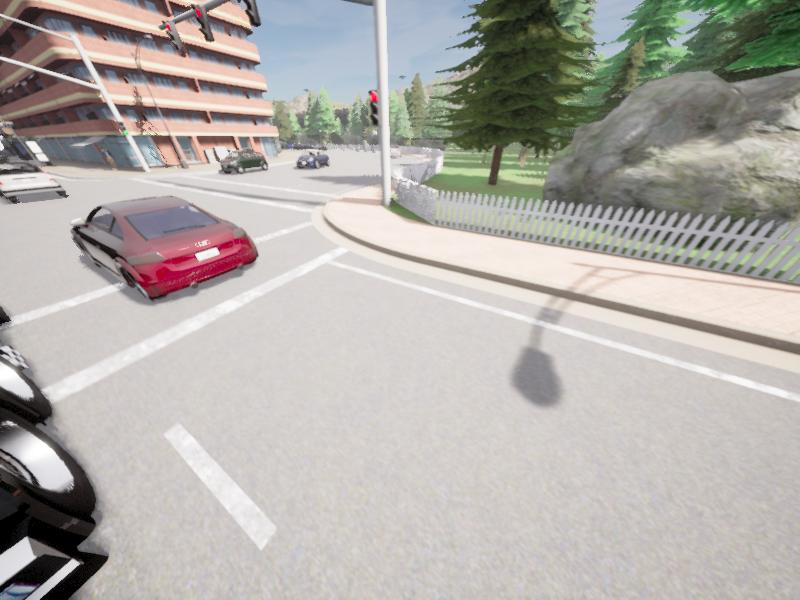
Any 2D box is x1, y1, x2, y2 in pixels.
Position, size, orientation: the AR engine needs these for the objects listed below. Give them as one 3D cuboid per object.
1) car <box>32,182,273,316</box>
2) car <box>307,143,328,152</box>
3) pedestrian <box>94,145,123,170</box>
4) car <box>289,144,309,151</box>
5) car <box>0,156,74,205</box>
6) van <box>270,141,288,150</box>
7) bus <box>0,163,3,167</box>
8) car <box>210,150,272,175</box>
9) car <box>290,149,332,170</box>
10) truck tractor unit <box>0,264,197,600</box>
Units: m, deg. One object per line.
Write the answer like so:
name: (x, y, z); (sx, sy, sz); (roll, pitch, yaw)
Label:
car: (-5.108, -1.419, 4.883); (4.181, 1.385, 1.994); (19, 39, 25)
car: (-19.969, -36.903, 55.833); (4.974, 1.542, 2.038); (25, 42, 32)
pedestrian: (-25.810, -12.628, 20.468); (0.751, 1.860, 0.751); (20, 40, 27)
car: (-25.984, -39.345, 59.428); (4.892, 1.490, 1.837); (18, 39, 25)
car: (-18.317, -5.851, 11.123); (3.988, 1.617, 1.851); (18, 39, 24)
van: (-32.749, -41.792, 62.579); (4.442, 1.987, 1.775); (18, 39, 25)
bus: (-50.053, -17.191, 25.465); (10.273, 4.253, 3.944); (18, 39, 24)
car: (-12.940, -11.453, 19.143); (1.789, 1.549, 3.705); (10, 36, 15)
car: (-8.297, -13.425, 22.004); (1.970, 1.475, 3.806); (5, 35, 8)
truck tractor unit: (-5.112, -0.298, 0.782); (6.516, 4.208, 3.053); (18, 39, 24)
